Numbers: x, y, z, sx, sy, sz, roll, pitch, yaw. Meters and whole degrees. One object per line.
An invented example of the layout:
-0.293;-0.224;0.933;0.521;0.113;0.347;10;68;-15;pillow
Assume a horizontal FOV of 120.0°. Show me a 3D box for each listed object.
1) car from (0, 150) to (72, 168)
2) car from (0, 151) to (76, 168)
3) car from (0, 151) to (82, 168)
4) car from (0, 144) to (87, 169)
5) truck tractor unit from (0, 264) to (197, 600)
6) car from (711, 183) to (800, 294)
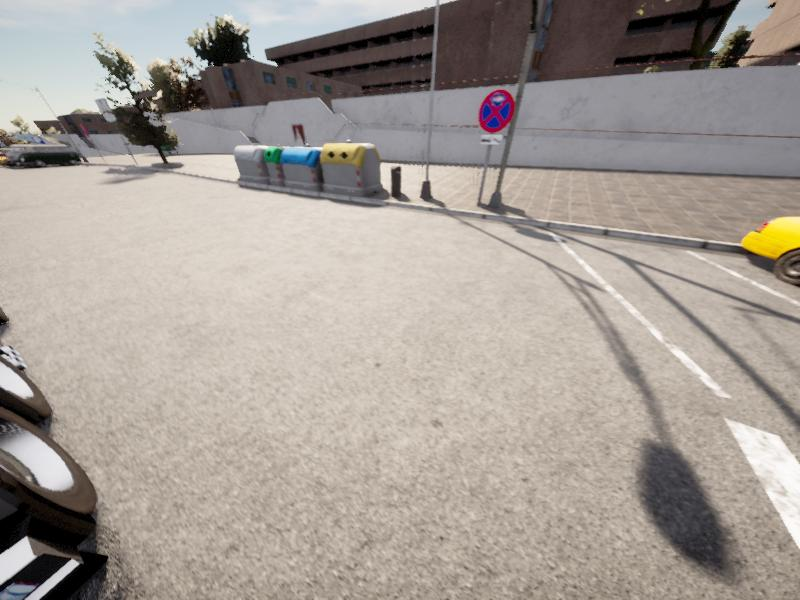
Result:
-45.032;-17.261;28.167;1.946;1.575;5.366;5;34;9;car
-42.421;-16.547;27.075;2.002;1.452;4.674;5;34;9;car
-39.850;-15.763;25.801;2.002;1.452;4.674;4;34;9;car
-37.289;-15.140;24.290;1.878;1.987;4.442;5;34;9;car
-5.114;-0.297;0.781;6.516;4.208;3.053;18;39;24;truck tractor unit
7.982;-0.140;2.798;1.946;1.575;5.366;6;35;8;car
